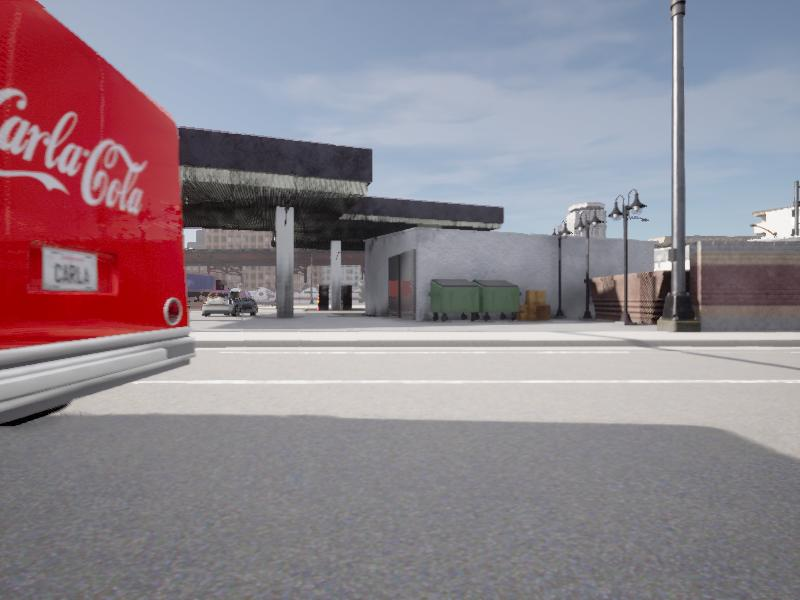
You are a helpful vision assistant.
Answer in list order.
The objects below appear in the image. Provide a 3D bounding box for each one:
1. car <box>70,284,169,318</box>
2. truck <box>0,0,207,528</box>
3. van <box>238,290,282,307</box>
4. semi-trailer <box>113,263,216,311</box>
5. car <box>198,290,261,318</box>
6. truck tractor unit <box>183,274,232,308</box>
[{"bbox_3d":[-15.473,0.053,22.442,2.242,1.667,4.611,0,0,1],"label":"car"},{"bbox_3d":[-4.306,-0.245,2.193,5.204,2.467,2.627,-1,0,0],"label":"truck"},{"bbox_3d":[-22.978,-0.199,65.681,6.366,2.431,2.351,1,-10,-32],"label":"van"},{"bbox_3d":[-24.881,-1.195,43.839,2.717,4.402,14.254,0,0,1],"label":"semi-trailer"},{"bbox_3d":[-9.718,0.208,23.122,1.970,1.475,3.806,0,0,1],"label":"car"},{"bbox_3d":[-24.745,-1.093,51.750,3.053,4.208,6.516,0,0,1],"label":"truck tractor unit"}]
